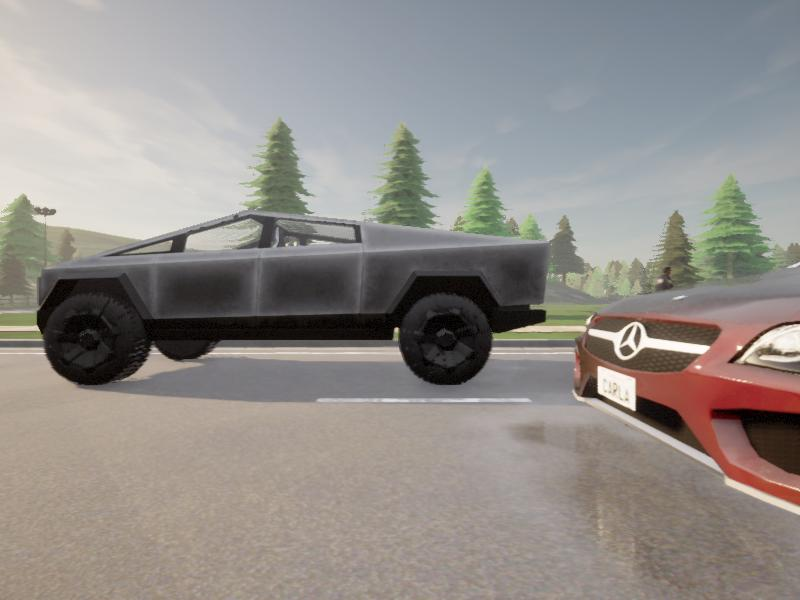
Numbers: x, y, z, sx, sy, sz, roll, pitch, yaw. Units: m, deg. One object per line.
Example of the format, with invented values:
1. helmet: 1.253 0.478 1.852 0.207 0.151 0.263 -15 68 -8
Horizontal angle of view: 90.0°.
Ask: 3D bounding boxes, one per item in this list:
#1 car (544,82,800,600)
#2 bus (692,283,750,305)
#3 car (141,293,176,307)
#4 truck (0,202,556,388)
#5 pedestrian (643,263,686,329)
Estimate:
1. car: 3.692 0.179 2.199 5.027 1.651 2.152 0 0 0
2. bus: 66.539 -1.148 83.353 3.944 4.253 10.273 0 0 1
3. car: -37.943 -0.023 62.982 2.150 2.045 5.566 0 0 1
4. truck: -1.376 -0.058 5.700 6.274 2.098 2.390 0 0 0
5. pedestrian: 7.647 -0.116 11.606 0.751 1.860 0.751 0 0 0
